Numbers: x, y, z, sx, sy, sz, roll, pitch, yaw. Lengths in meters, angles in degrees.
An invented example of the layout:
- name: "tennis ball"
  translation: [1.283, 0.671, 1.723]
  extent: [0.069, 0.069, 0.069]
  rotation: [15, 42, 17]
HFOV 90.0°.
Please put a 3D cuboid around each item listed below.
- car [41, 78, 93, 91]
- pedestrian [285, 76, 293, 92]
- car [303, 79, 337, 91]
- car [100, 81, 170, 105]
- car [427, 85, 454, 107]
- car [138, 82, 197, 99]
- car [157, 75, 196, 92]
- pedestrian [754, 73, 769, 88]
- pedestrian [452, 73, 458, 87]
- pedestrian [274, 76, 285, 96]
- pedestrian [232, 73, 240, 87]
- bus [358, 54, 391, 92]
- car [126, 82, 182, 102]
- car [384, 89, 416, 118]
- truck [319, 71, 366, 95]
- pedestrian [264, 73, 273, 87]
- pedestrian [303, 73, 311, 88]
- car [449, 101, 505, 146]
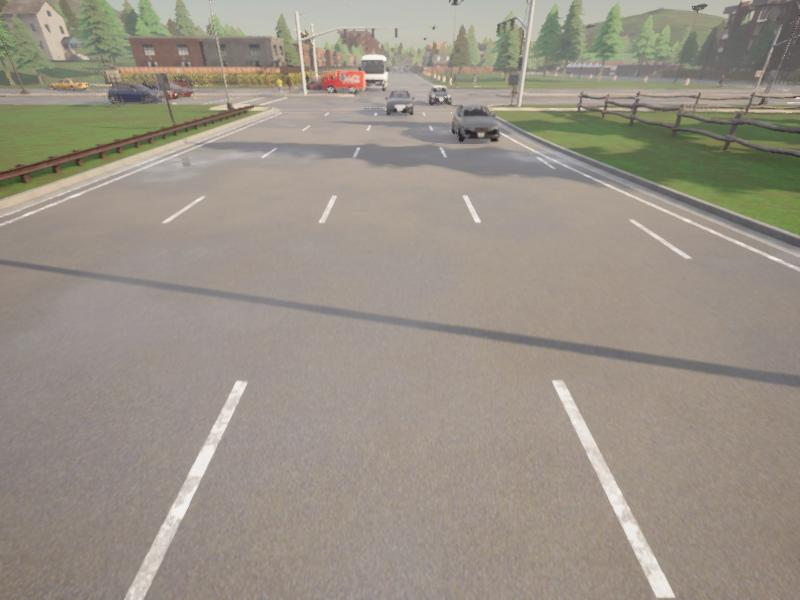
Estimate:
- name: "car"
  translation: [-45.785, -29.683, 55.078]
  extent: [5.366, 1.575, 1.801]
  rotation: [3, 31, 5]
- name: "pedestrian"
  translation: [-14.768, -28.851, 53.341]
  extent: [0.751, 1.860, 0.751]
  rotation: [-5, 31, -8]
- name: "car"
  translation: [-11.216, -30.248, 56.260]
  extent: [4.181, 1.385, 1.994]
  rotation: [-21, 36, -31]
- name: "car"
  translation: [-23.872, -18.768, 36.240]
  extent: [4.553, 1.767, 2.097]
  rotation: [0, 30, 0]
- name: "car"
  translation: [3.490, -18.080, 35.386]
  extent: [1.970, 1.475, 3.806]
  rotation: [0, 30, 0]
- name: "car"
  translation: [-24.520, -22.174, 42.364]
  extent: [4.792, 1.488, 2.163]
  rotation: [0, 30, 1]
- name: "car"
  translation: [-29.789, -28.880, 53.404]
  extent: [3.866, 1.878, 1.905]
  rotation: [-6, 31, -9]
- name: "pedestrian"
  translation: [54.560, -33.124, 60.351]
  extent: [0.751, 1.860, 0.751]
  rotation: [1, 30, 1]
- name: "pedestrian"
  translation: [8.638, -34.834, 63.257]
  extent: [0.751, 1.860, 0.751]
  rotation: [0, 30, 0]
- name: "pedestrian"
  translation: [-13.270, -23.584, 44.049]
  extent: [0.751, 1.860, 0.751]
  rotation: [-4, 31, -6]
- name: "pedestrian"
  translation: [-25.789, -34.647, 62.930]
  extent: [0.751, 1.860, 0.751]
  rotation: [0, 30, 0]
- name: "bus"
  translation: [-3.399, -31.923, 56.271]
  extent: [3.944, 4.253, 10.273]
  rotation: [0, 30, 0]
- name: "car"
  translation: [-24.094, -20.455, 39.307]
  extent: [3.988, 1.617, 1.851]
  rotation: [0, 30, 1]
- name: "car"
  translation: [-0.008, -14.075, 28.519]
  extent: [2.128, 1.511, 4.902]
  rotation: [0, 30, 0]
- name: "truck"
  translation: [-6.903, -26.551, 48.863]
  extent: [5.204, 2.467, 2.627]
  rotation: [0, 30, 1]
- name: "pedestrian"
  translation: [-20.597, -34.504, 62.688]
  extent: [0.751, 1.860, 0.751]
  rotation: [0, 30, 0]
- name: "pedestrian"
  translation: [-13.752, -32.478, 59.170]
  extent: [0.751, 1.860, 0.751]
  rotation: [-2, 30, -4]
- name: "car"
  translation: [3.497, -8.421, 18.902]
  extent: [1.816, 1.474, 4.193]
  rotation: [0, 30, 0]
